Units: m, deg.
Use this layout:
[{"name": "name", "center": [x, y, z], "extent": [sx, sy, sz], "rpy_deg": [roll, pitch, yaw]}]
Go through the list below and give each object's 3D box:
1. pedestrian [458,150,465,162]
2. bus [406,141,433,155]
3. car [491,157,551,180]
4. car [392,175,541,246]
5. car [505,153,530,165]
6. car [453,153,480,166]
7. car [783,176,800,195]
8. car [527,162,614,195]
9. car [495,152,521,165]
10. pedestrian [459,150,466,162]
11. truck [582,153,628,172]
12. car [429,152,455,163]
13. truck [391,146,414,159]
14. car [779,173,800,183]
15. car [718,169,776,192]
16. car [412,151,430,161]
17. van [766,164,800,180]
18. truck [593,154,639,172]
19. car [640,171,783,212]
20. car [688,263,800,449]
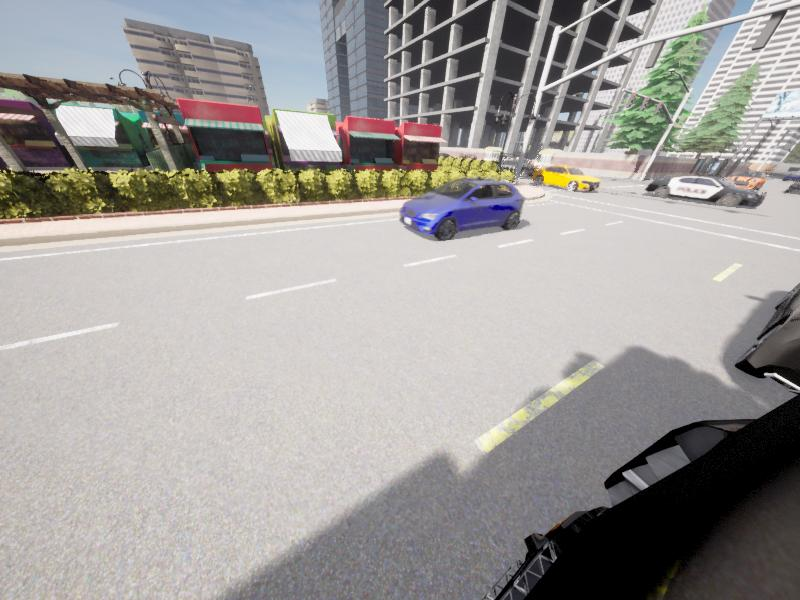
[{"name": "pedestrian", "center": [11.933, -28.101, 45.107], "extent": [0.751, 1.860, 0.751], "rpy_deg": [-11, 36, -20]}, {"name": "bus", "center": [8.207, -63.283, 96.066], "extent": [10.273, 4.253, 3.944], "rpy_deg": [-15, 38, -25]}, {"name": "car", "center": [12.443, -13.918, 24.296], "extent": [1.930, 1.638, 5.238], "rpy_deg": [-16, 38, -26]}, {"name": "car", "center": [2.056, -2.996, 7.288], "extent": [4.193, 1.474, 1.816], "rpy_deg": [-15, 38, -25]}, {"name": "car", "center": [23.686, -28.532, 46.716], "extent": [1.905, 1.878, 3.866], "rpy_deg": [-15, 38, -25]}, {"name": "car", "center": [10.932, -23.238, 38.250], "extent": [1.851, 1.617, 3.988], "rpy_deg": [-16, 38, -26]}, {"name": "car", "center": [39.910, -11.159, 22.503], "extent": [4.892, 1.490, 1.837], "rpy_deg": [-15, 38, -25]}, {"name": "car", "center": [12.356, -9.201, 17.308], "extent": [1.882, 1.535, 5.008], "rpy_deg": [-8, 36, -16]}, {"name": "car", "center": [21.124, -27.827, 45.455], "extent": [1.905, 1.878, 3.866], "rpy_deg": [-15, 38, -25]}, {"name": "pedestrian", "center": [12.298, -28.453, 45.667], "extent": [0.751, 1.860, 0.751], "rpy_deg": [-15, 37, -25]}, {"name": "truck", "center": [37.045, -25.033, 42.010], "extent": [2.615, 2.467, 5.204], "rpy_deg": [-15, 38, -25]}, {"name": "car", "center": [7.667, -26.492, 42.962], "extent": [1.882, 1.535, 5.008], "rpy_deg": [-16, 38, -26]}, {"name": "truck", "center": [0.513, -33.955, 53.144], "extent": [2.390, 2.098, 6.274], "rpy_deg": [-16, 38, -26]}, {"name": "car", "center": [66.278, -20.526, 38.827], "extent": [4.718, 1.301, 1.895], "rpy_deg": [-15, 38, -25]}, {"name": "car", "center": [35.163, -12.202, 23.434], "extent": [4.553, 1.767, 2.097], "rpy_deg": [-15, 38, -25]}, {"name": "car", "center": [4.333, -29.868, 47.775], "extent": [1.789, 1.549, 3.705], "rpy_deg": [-16, 38, -26]}, {"name": "van", "center": [84.473, -27.354, 49.369], "extent": [1.988, 2.561, 5.915], "rpy_deg": [-15, 38, -25]}, {"name": "truck", "center": [40.801, -26.067, 43.858], "extent": [2.615, 2.467, 5.204], "rpy_deg": [-15, 38, -25]}, {"name": "car", "center": [19.175, -7.035, 14.623], "extent": [2.038, 1.542, 4.974], "rpy_deg": [-15, 38, -26]}, {"name": "car", "center": [6.038, 0.331, 2.552], "extent": [4.902, 1.511, 2.128], "rpy_deg": [-15, 38, -25]}]
